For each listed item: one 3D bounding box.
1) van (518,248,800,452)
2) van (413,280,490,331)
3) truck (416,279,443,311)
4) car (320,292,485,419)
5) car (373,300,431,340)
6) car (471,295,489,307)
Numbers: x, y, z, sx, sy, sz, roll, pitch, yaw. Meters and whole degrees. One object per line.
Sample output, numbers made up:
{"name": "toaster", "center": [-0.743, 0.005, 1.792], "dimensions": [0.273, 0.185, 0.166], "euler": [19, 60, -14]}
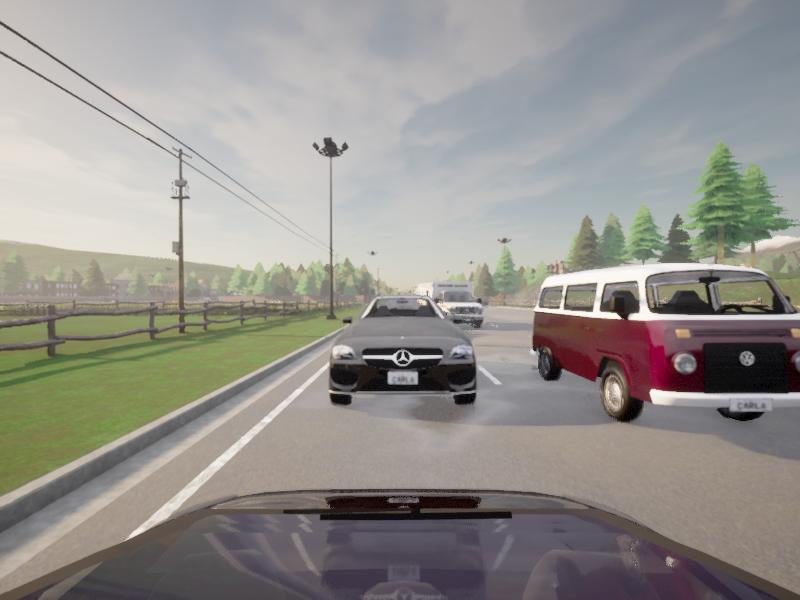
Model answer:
{"name": "van", "center": [3.540, 0.508, 6.257], "dimensions": [2.069, 2.038, 4.480], "euler": [0, 0, 0]}
{"name": "van", "center": [2.635, 0.246, 22.555], "dimensions": [2.351, 2.431, 6.366], "euler": [0, 0, -12]}
{"name": "truck", "center": [3.726, -0.579, 51.820], "dimensions": [2.891, 3.827, 8.468], "euler": [0, 0, 0]}
{"name": "car", "center": [0.047, 0.720, 7.736], "dimensions": [2.152, 1.651, 5.027], "euler": [0, 0, 0]}
{"name": "car", "center": [0.086, 0.749, 17.473], "dimensions": [2.163, 1.488, 4.792], "euler": [0, 0, 0]}
{"name": "car", "center": [14.321, 0.196, 71.805], "dimensions": [2.150, 2.045, 5.566], "euler": [0, 0, 0]}
